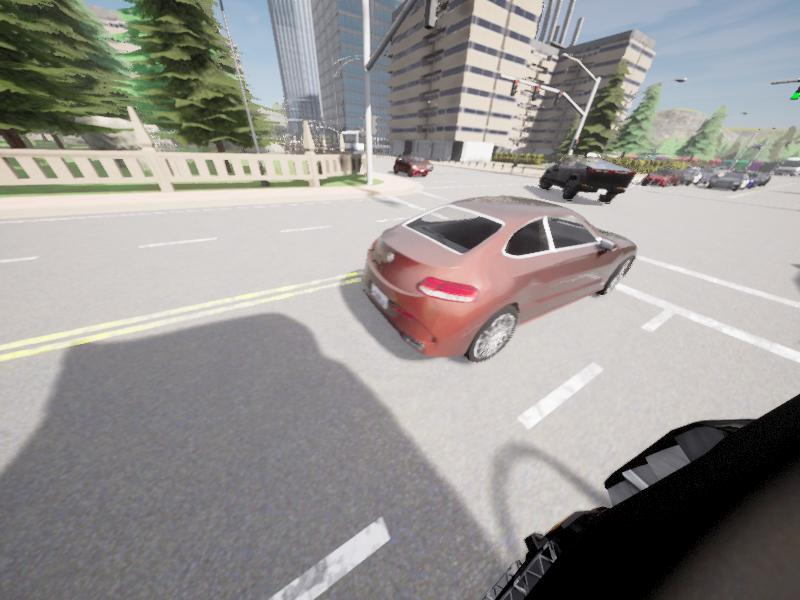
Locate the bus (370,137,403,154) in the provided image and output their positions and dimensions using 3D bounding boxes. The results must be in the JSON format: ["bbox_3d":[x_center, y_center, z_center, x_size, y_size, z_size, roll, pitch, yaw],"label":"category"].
[{"bbox_3d":[-4.559,-52.645,78.873,10.273,4.253,3.944,-16,38,-26],"label":"bus"}]

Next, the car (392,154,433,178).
[{"bbox_3d":[0.973,-12.136,20.841,1.851,1.617,3.988,-14,37,-24],"label":"car"}]

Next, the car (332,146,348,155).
[{"bbox_3d":[-13.992,-34.803,53.870,2.128,1.511,4.902,-16,38,-26],"label":"car"}]

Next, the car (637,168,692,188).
[{"bbox_3d":[26.395,-12.228,23.043,4.514,1.525,2.007,-15,37,-25],"label":"car"}]

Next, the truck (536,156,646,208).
[{"bbox_3d":[11.023,-7.536,14.260,2.390,2.098,6.274,9,34,7],"label":"truck"}]

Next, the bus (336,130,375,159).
[{"bbox_3d":[-8.920,-30.818,45.791,3.944,4.253,10.273,-16,38,-26],"label":"bus"}]

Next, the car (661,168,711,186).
[{"bbox_3d":[31.819,-13.732,25.727,4.974,1.542,2.038,-16,38,-26],"label":"car"}]

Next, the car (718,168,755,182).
[{"bbox_3d":[53.474,-19.892,36.687,4.611,1.667,2.242,-16,38,-26],"label":"car"}]

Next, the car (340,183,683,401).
[{"bbox_3d":[1.884,-0.803,3.844,5.027,1.651,2.152,-17,38,-27],"label":"car"}]

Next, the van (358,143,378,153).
[{"bbox_3d":[-10.844,-52.447,79.732,6.366,2.431,2.351,-16,38,-26],"label":"van"}]

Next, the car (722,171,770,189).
[{"bbox_3d":[38.689,-13.446,25.837,4.514,1.525,2.007,-16,38,-26],"label":"car"}]

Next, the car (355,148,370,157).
[{"bbox_3d":[-8.558,-33.250,51.991,1.816,1.474,4.193,-16,38,-26],"label":"car"}]

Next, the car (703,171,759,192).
[{"bbox_3d":[32.649,-11.730,22.780,4.974,1.542,2.038,-16,38,-26],"label":"car"}]

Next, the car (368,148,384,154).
[{"bbox_3d":[-7.749,-48.389,74.889,4.718,1.301,1.895,-16,38,-26],"label":"car"}]

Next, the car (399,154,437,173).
[{"bbox_3d":[1.889,-15.094,25.512,1.812,1.442,4.674,-16,38,-26],"label":"car"}]

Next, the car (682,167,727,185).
[{"bbox_3d":[37.838,-15.483,28.745,4.856,1.649,2.033,-16,38,-26],"label":"car"}]

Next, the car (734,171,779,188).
[{"bbox_3d":[44.198,-15.006,28.631,4.902,1.511,2.128,-16,38,-26],"label":"car"}]
